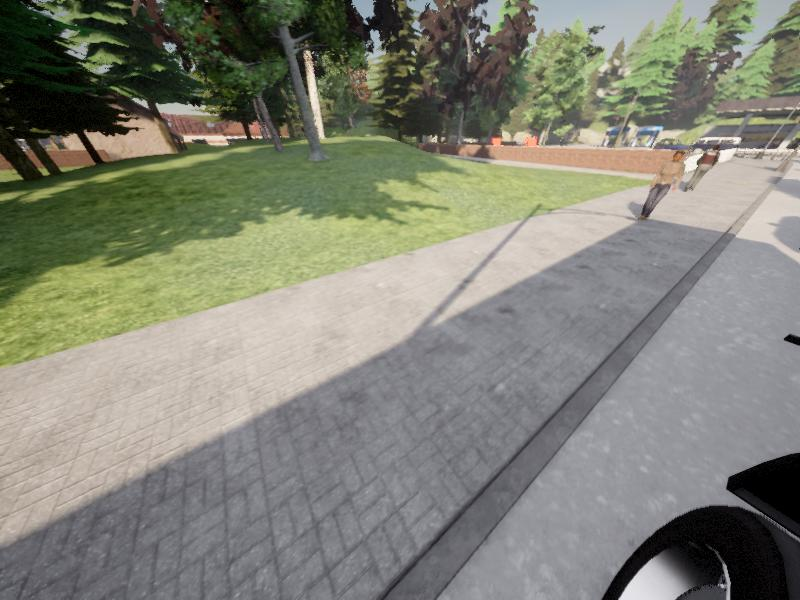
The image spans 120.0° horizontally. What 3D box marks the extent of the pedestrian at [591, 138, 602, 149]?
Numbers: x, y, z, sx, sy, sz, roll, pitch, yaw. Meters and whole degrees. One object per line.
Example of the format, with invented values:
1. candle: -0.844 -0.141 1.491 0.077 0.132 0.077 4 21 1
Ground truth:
1. pedestrian: 38.680 -30.806 45.491 0.751 1.860 0.751 -17 38 -22

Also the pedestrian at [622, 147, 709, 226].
1. pedestrian: 7.395 -3.186 6.532 0.751 1.860 0.751 -21 40 -27

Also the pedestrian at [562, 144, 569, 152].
1. pedestrian: 27.179 -24.966 37.928 0.500 1.100 0.500 29 45 35

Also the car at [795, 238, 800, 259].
1. car: 11.194 -1.719 5.069 4.181 1.385 1.994 -21 40 -27

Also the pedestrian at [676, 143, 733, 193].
1. pedestrian: 13.662 -5.954 10.407 0.751 1.860 0.751 -26 42 -31

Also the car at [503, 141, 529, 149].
1. car: 25.956 -34.825 51.849 1.812 1.442 4.674 -22 41 -27

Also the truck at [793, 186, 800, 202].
1. truck: 19.272 -5.366 9.204 5.204 2.467 2.627 -22 41 -27

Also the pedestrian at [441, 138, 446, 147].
1. pedestrian: 11.164 -40.614 59.599 0.751 1.860 0.751 27 43 33

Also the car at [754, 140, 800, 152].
1. car: 61.582 -25.247 37.772 1.845 1.501 3.633 -22 40 -27

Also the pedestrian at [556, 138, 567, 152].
1. pedestrian: 26.412 -25.309 37.761 0.751 1.860 0.751 -22 40 -27

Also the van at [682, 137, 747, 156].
1. van: 42.550 -20.873 31.401 2.069 2.038 4.480 -19 39 -25

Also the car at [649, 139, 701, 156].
1. car: 37.668 -21.028 31.786 1.905 1.878 3.866 -21 41 -27
